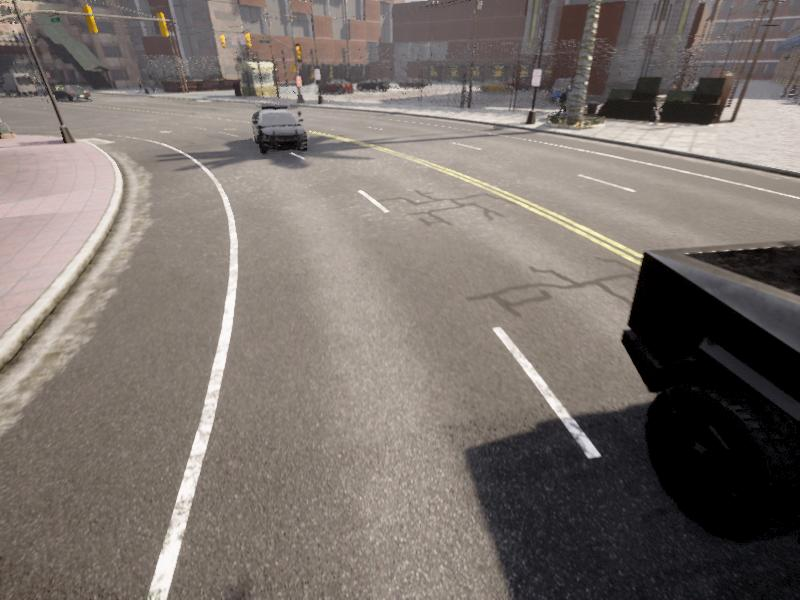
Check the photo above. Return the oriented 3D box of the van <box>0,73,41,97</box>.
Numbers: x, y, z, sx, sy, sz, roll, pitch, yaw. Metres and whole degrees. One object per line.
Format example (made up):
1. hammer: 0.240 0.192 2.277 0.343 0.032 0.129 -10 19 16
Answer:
1. van: -47.643 -26.863 49.877 5.915 2.561 1.988 19 36 30

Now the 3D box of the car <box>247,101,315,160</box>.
1. car: -5.205 -7.409 17.124 1.930 1.638 5.238 -11 32 -18

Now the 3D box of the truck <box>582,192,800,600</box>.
1. truck: 3.627 1.574 1.211 2.390 2.098 6.274 -5 31 -8

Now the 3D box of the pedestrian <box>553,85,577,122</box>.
1. pedestrian: 9.735 -11.618 23.638 0.751 1.860 0.751 -24 38 -35

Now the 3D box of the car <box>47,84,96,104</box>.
1. car: -34.904 -21.915 42.479 5.027 1.651 2.152 19 36 30

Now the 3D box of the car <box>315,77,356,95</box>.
1. car: -7.928 -26.280 49.124 4.553 1.767 2.185 19 35 30

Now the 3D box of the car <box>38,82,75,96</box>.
1. car: -44.607 -27.469 52.006 4.514 1.525 2.007 19 36 30

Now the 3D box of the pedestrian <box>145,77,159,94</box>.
1. pedestrian: -31.643 -27.427 51.070 0.751 1.860 0.751 21 37 32
